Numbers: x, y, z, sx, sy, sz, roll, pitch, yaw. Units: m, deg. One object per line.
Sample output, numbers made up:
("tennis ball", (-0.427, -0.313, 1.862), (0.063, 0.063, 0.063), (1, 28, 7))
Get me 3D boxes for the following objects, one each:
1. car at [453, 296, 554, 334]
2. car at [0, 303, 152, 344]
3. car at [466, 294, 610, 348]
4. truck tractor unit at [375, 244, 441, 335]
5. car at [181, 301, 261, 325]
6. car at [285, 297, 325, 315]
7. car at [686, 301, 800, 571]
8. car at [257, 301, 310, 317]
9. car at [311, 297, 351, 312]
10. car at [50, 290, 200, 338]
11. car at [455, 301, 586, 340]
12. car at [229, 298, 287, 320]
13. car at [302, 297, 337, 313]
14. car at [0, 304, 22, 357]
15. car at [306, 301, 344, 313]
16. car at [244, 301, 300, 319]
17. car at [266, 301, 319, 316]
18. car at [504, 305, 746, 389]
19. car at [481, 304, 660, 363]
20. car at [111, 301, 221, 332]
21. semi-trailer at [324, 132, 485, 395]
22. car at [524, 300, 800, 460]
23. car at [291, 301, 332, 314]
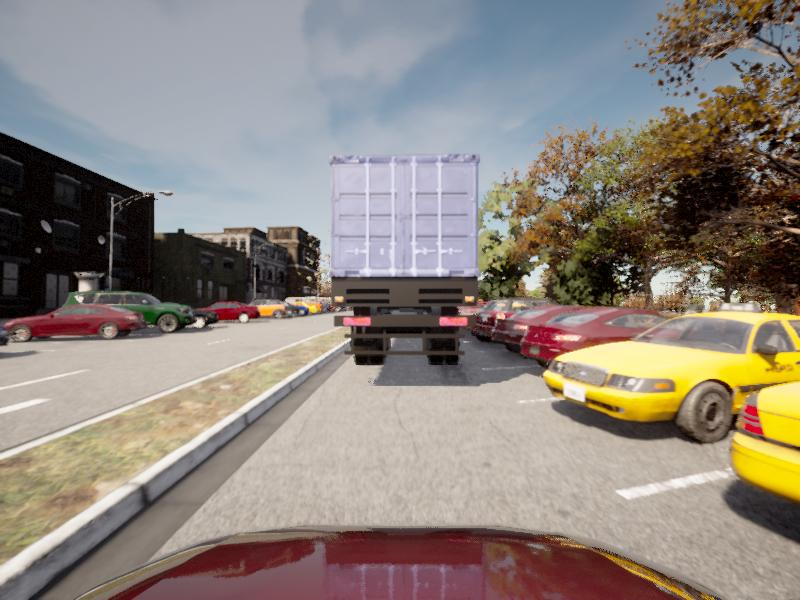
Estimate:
("car", (5.296, 0.723, 20.629), (4.553, 1.767, 2.185), (1, 0, -17))
("car", (-13.185, 0.890, 16.487), (4.674, 1.452, 2.002), (-1, 0, -18))
("car", (5.011, 0.716, 14.698), (4.553, 1.767, 2.185), (1, 0, -18))
("truck tractor unit", (0.507, -0.497, 21.766), (3.053, 4.208, 6.516), (0, 0, 3))
("car", (-12.599, 0.870, 28.559), (5.008, 1.535, 2.097), (-1, 0, -17))
("car", (-11.126, 0.670, 46.654), (4.442, 1.987, 1.878), (-1, 0, -15))
("car", (4.979, 0.830, 2.925), (5.366, 1.575, 1.946), (1, 0, -19))
("car", (-11.753, 0.889, 40.615), (5.008, 1.535, 2.097), (-1, 0, -16))
("car", (-10.186, 0.661, 58.598), (5.566, 2.045, 2.435), (-1, 0, -15))
("car", (-13.048, 0.604, 19.524), (5.566, 2.045, 2.435), (-1, 0, -18))
("car", (5.319, 0.844, 17.724), (5.366, 1.575, 1.946), (1, 0, -18))
("car", (-12.182, 0.754, 34.591), (4.553, 1.767, 2.185), (-1, 0, -16))
("car", (-10.592, 0.677, 52.655), (4.442, 1.987, 1.878), (-1, 0, -15))
("car", (-13.374, 0.881, 10.453), (4.674, 1.452, 2.002), (-1, 0, -19))
("car", (-10.432, 0.908, 55.616), (5.008, 1.535, 2.097), (-1, 0, -15))
("car", (-11.968, 0.885, 37.604), (4.892, 1.521, 2.231), (-1, 0, -16))
("car", (-11.671, 0.893, 43.562), (5.366, 1.575, 1.946), (-1, 0, -15))
("car", (4.885, 0.877, 8.786), (4.674, 1.452, 2.002), (1, 0, -19))
("car", (4.950, 0.880, 11.746), (4.674, 1.452, 2.002), (1, 0, -18))
("car", (-12.939, 0.861, 22.530), (5.008, 1.535, 2.097), (-1, 0, -18))
("semi-trailer", (0.262, -0.601, 13.855), (2.717, 4.402, 14.254), (0, 0, 2))
("car", (4.665, 0.828, 5.759), (5.366, 1.575, 1.946), (1, 0, -19))
("car", (-10.997, 0.931, 49.610), (4.792, 1.488, 2.163), (-1, 0, -15))
